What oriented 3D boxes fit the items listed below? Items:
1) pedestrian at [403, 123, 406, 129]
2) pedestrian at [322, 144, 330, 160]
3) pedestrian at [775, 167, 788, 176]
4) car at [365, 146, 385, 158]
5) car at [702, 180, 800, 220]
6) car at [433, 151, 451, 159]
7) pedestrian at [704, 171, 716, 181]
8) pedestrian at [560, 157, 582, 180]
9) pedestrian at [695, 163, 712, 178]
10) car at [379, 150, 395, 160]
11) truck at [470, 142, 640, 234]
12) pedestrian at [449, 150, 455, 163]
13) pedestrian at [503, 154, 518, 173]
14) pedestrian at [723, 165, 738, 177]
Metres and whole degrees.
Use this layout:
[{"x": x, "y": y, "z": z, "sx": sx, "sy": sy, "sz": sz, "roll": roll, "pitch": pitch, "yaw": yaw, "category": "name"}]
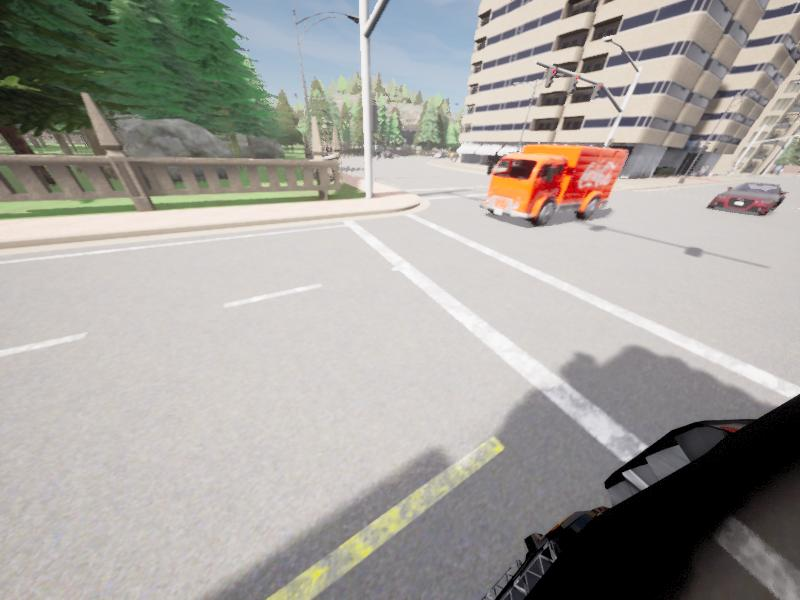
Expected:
[{"x": 1.658, "y": -63.639, "z": 84.565, "sx": 0.751, "sy": 1.860, "sz": 0.751, "roll": -16, "pitch": 38, "yaw": -26, "category": "pedestrian"}, {"x": -10.309, "y": -20.675, "z": 32.358, "sx": 0.751, "sy": 1.860, "sz": 0.751, "roll": -4, "pitch": 34, "yaw": -10, "category": "pedestrian"}, {"x": 91.297, "y": -30.771, "z": 55.304, "sx": 0.751, "sy": 1.860, "sz": 0.751, "roll": -23, "pitch": 41, "yaw": -33, "category": "pedestrian"}, {"x": -5.386, "y": -31.936, "z": 49.905, "sx": 2.150, "sy": 2.045, "sz": 5.566, "roll": 13, "pitch": 35, "yaw": 15, "category": "car"}, {"x": 18.541, "y": -5.416, "z": 12.216, "sx": 4.181, "sy": 1.385, "sz": 1.994, "roll": -16, "pitch": 38, "yaw": -26, "category": "car"}, {"x": 11.209, "y": -38.586, "z": 61.539, "sx": 4.611, "sy": 1.667, "sz": 2.242, "roll": -27, "pitch": 43, "yaw": -37, "category": "car"}, {"x": 41.539, "y": -16.659, "z": 30.944, "sx": 0.500, "sy": 1.100, "sz": 0.500, "roll": -17, "pitch": 38, "yaw": -27, "category": "pedestrian"}, {"x": 16.017, "y": -12.326, "z": 21.696, "sx": 0.751, "sy": 1.860, "sz": 0.751, "roll": -12, "pitch": 36, "yaw": -22, "category": "pedestrian"}, {"x": 47.579, "y": -20.296, "z": 36.203, "sx": 0.751, "sy": 1.860, "sz": 0.751, "roll": -19, "pitch": 39, "yaw": -29, "category": "pedestrian"}, {"x": -2.685, "y": -29.795, "z": 47.416, "sx": 1.812, "sy": 1.442, "sz": 4.674, "roll": 11, "pitch": 34, "yaw": 12, "category": "car"}, {"x": 5.774, "y": -4.459, "z": 8.880, "sx": 5.204, "sy": 2.467, "sz": 2.627, "roll": -16, "pitch": 38, "yaw": -26, "category": "truck"}, {"x": 9.309, "y": -25.701, "z": 41.420, "sx": 0.751, "sy": 1.860, "sz": 0.751, "roll": 2, "pitch": 33, "yaw": -1, "category": "pedestrian"}, {"x": 12.546, "y": -15.488, "z": 26.219, "sx": 0.751, "sy": 1.860, "sz": 0.751, "roll": -14, "pitch": 37, "yaw": -24, "category": "pedestrian"}, {"x": 61.132, "y": -23.932, "z": 42.712, "sx": 0.751, "sy": 1.860, "sz": 0.751, "roll": -16, "pitch": 38, "yaw": -27, "category": "pedestrian"}]
